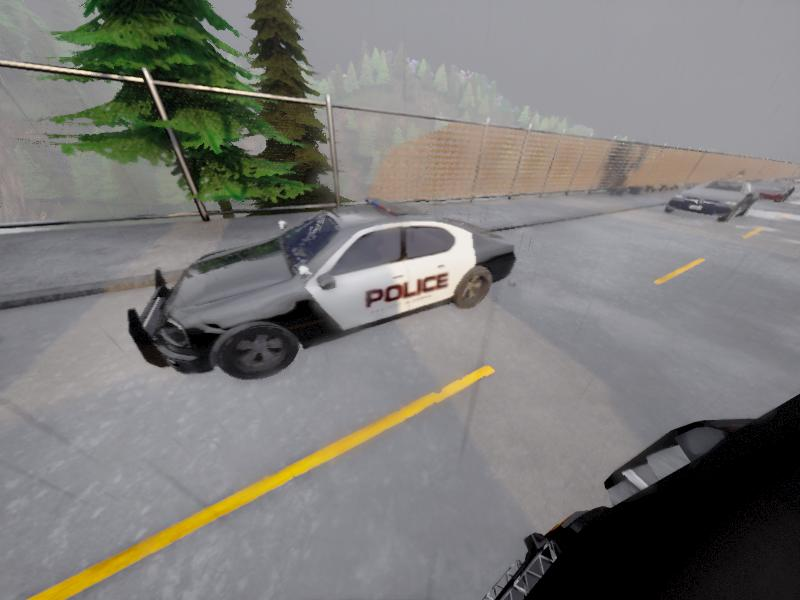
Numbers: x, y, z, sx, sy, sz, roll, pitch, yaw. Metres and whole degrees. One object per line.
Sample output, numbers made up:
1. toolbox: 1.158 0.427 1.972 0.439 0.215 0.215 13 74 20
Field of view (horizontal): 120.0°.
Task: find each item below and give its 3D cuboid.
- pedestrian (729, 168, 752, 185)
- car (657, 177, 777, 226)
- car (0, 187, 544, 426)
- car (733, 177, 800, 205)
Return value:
1. pedestrian: 43.360 -15.746 29.457 0.751 1.860 0.751 -16 38 -26
2. car: 15.680 -5.046 11.444 5.027 1.651 2.152 -15 38 -25
3. car: -0.603 -0.603 3.463 4.974 1.542 2.038 -15 38 -25
4. car: 28.710 -8.517 17.893 4.792 1.488 2.163 -15 38 -25
